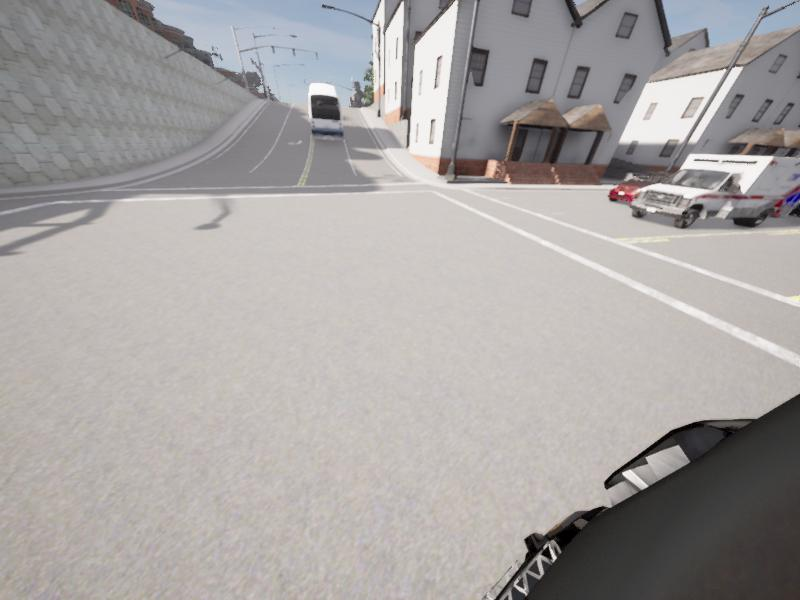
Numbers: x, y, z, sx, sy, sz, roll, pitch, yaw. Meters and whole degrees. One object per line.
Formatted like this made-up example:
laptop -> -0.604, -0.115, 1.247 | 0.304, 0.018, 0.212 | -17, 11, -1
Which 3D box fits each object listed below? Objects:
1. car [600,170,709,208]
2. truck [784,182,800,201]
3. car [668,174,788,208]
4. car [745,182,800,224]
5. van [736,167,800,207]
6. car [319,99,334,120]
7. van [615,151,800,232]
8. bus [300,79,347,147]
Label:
car -> 14.013, -6.207, 12.883 | 3.988, 1.617, 1.851 | -6, 35, -12
truck -> 34.802, -9.145, 16.885 | 8.468, 3.827, 2.891 | -6, 35, -12
car -> 20.033, -6.746, 14.241 | 4.902, 1.511, 2.128 | -6, 35, -13
car -> 20.526, -4.795, 11.366 | 4.892, 1.490, 1.837 | -6, 35, -12
van -> 26.294, -7.575, 15.490 | 4.480, 2.038, 2.069 | -5, 35, -13
car -> -10.994, -28.541, 34.590 | 1.801, 1.575, 5.366 | -5, 47, -13
van -> 13.059, -4.460, 9.447 | 6.366, 2.431, 2.351 | -6, 35, -13
bus -> -8.637, -21.734, 26.622 | 3.944, 4.253, 10.273 | -6, 48, -13
